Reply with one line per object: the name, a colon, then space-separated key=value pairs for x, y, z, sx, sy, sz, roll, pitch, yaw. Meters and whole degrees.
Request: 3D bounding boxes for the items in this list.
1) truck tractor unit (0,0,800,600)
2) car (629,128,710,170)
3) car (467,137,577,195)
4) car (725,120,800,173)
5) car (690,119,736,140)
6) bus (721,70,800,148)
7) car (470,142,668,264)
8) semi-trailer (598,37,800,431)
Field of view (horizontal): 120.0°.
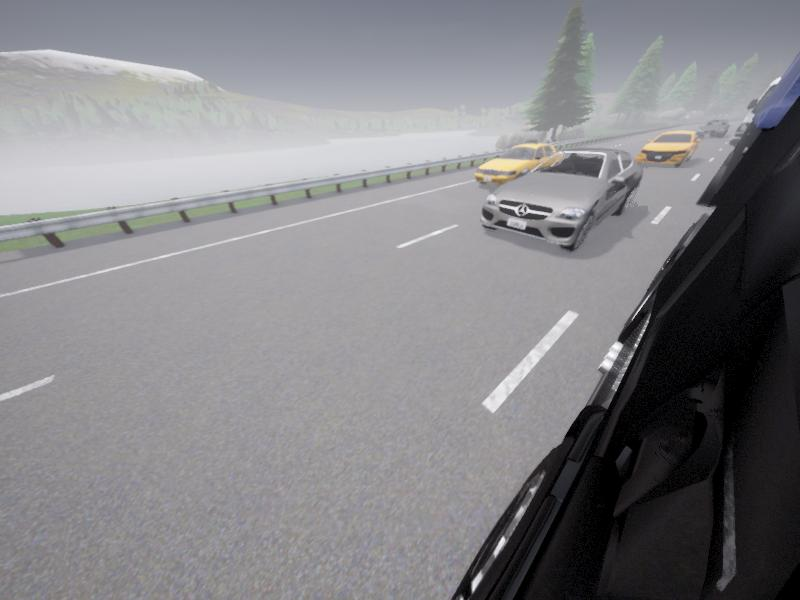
truck tractor unit: x=2.645 y=-0.295 z=0.351 sx=6.516 sy=4.208 sz=3.053 roll=-28 pitch=44 yaw=-30
car: x=15.127 y=-8.528 z=12.917 sx=5.008 sy=1.535 sz=1.882 roll=-28 pitch=43 yaw=-30
car: x=5.526 y=-6.173 z=10.323 sx=5.366 sy=1.575 sz=1.801 roll=-28 pitch=43 yaw=-30
car: x=18.090 y=-7.489 z=11.104 sx=4.553 sy=1.767 sz=2.097 roll=-28 pitch=43 yaw=-30
car: x=34.285 y=-18.707 z=25.307 sx=4.611 sy=1.667 sz=2.242 roll=-27 pitch=43 yaw=-30
bus: x=30.896 y=-15.196 z=18.618 sx=10.273 sy=4.253 sz=3.944 roll=-28 pitch=43 yaw=-30
car: x=4.325 y=-2.835 z=5.860 sx=5.027 sy=1.651 sz=2.152 roll=-28 pitch=43 yaw=-30
semi-trailer: x=8.699 y=-3.592 z=4.245 sx=14.254 sy=4.402 sz=2.717 roll=-28 pitch=43 yaw=-30
